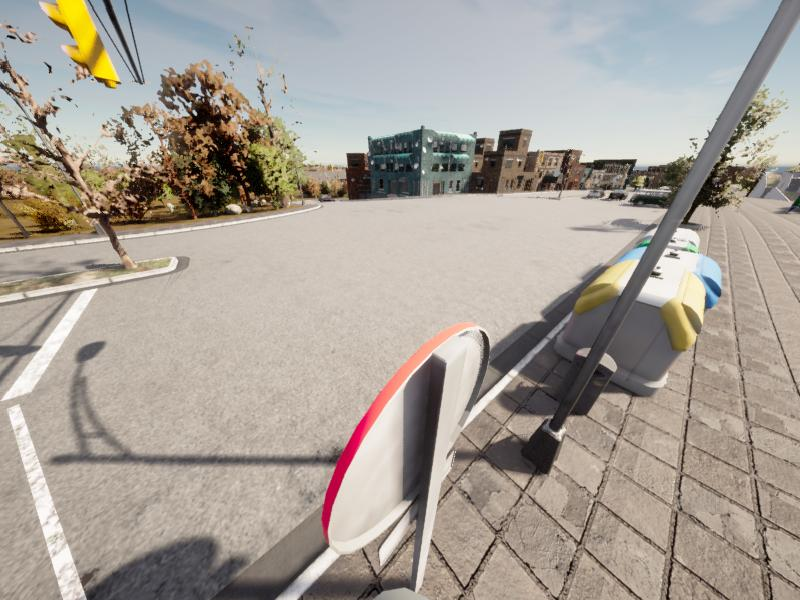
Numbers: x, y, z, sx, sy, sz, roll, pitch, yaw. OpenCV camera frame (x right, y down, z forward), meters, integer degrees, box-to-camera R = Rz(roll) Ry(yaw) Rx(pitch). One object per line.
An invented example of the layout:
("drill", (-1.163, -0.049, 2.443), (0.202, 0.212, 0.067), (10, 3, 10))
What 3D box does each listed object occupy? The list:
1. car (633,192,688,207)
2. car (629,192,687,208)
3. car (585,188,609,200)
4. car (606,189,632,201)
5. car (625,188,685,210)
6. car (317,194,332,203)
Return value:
("car", (36.754, -14.328, 32.812), (4.674, 1.452, 2.002), (17, 33, 25))
("car", (34.472, -13.468, 31.109), (4.674, 1.452, 2.002), (17, 32, 25))
("car", (34.193, -18.474, 40.102), (3.988, 1.617, 1.851), (-21, 36, -35))
("car", (36.205, -17.406, 38.149), (5.238, 1.638, 1.930), (-21, 36, -35))
("car", (32.099, -12.864, 29.311), (4.442, 1.987, 1.878), (17, 33, 25))
("car", (-16.741, -22.481, 51.103), (2.038, 1.542, 4.974), (-14, 27, -22))
